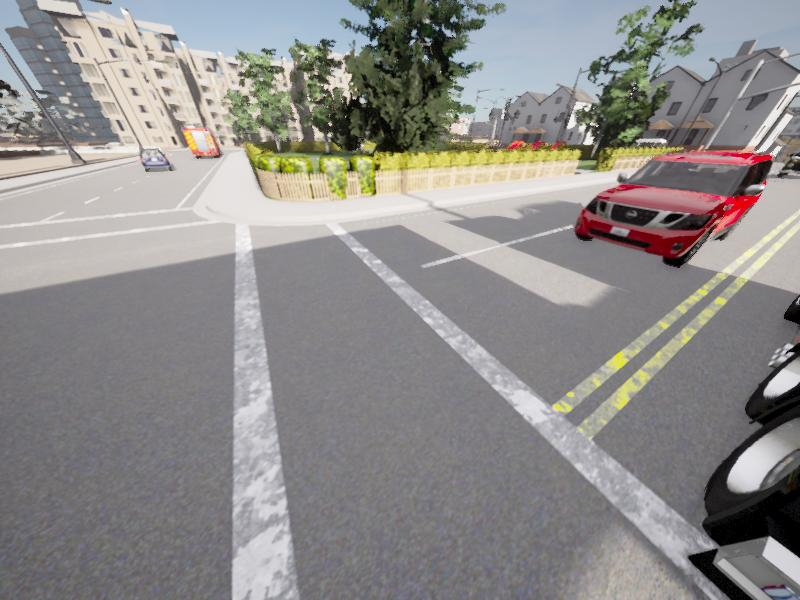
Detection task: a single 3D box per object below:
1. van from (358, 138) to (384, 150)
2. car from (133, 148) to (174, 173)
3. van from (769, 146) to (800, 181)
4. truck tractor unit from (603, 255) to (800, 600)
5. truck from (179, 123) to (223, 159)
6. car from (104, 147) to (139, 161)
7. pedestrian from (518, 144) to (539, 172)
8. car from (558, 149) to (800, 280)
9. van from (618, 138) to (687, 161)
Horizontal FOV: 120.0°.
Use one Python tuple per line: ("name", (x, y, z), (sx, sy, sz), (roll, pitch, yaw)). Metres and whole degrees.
("van", (-7.599, -41.282, 61.066), (6.366, 2.431, 2.351), (-17, 39, -24))
("car", (-20.752, -11.923, 19.574), (1.789, 1.549, 3.705), (-25, 42, -32))
("van", (30.081, -10.042, 16.887), (4.480, 2.038, 2.069), (-18, 39, -24))
("truck tractor unit", (5.092, -0.320, 0.799), (6.516, 4.208, 3.053), (-19, 39, -25))
("truck", (-28.093, -22.798, 33.133), (2.891, 3.827, 8.468), (-18, 39, -24))
("car", (-53.303, -28.081, 44.305), (3.806, 1.475, 1.970), (-25, 41, -17))
("pedestrian", (10.086, -11.187, 18.216), (0.751, 1.860, 0.751), (2, 35, 3))
("car", (7.169, -2.583, 5.969), (5.566, 2.045, 2.150), (-19, 39, -24))
("van", (36.316, -21.907, 33.540), (1.988, 2.561, 5.915), (-17, 38, -24))
